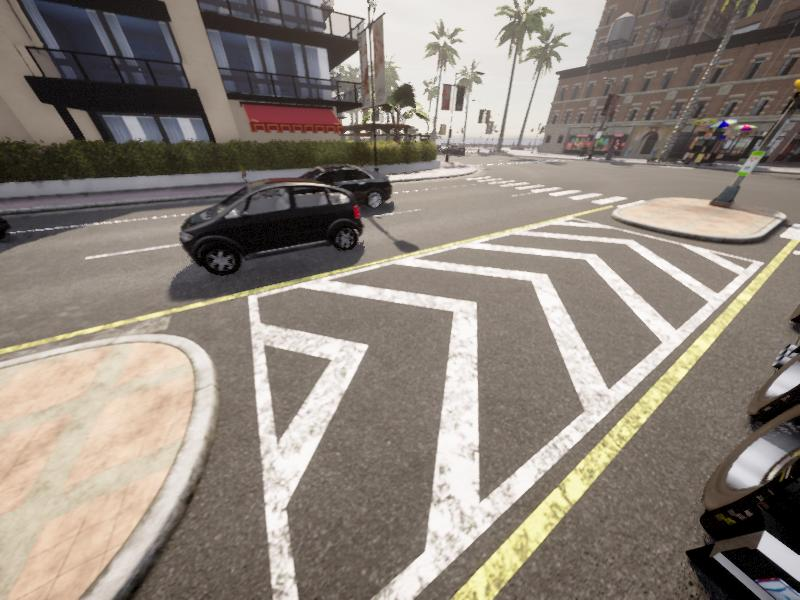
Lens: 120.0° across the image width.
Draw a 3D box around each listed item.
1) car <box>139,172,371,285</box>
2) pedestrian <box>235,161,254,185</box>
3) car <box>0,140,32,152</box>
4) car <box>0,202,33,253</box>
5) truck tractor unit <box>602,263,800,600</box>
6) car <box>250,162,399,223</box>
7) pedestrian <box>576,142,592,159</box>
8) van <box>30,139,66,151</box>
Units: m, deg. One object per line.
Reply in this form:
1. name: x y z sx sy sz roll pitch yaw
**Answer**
1. car: -2.798 -1.893 5.337 3.705 1.549 1.789 -18 39 -24
2. pedestrian: -8.549 -7.004 12.720 0.500 1.100 0.500 -13 37 -18
3. car: -74.277 -29.602 44.295 1.932 1.855 4.605 -18 39 -25
4. car: -11.502 -1.386 4.495 3.988 1.617 1.851 -18 39 -24
5. truck tractor unit: 5.105 -0.308 0.779 6.516 4.208 3.053 -19 39 -24
6. car: -2.611 -4.238 8.760 4.892 1.490 1.837 -18 39 -25
7. pedestrian: 24.795 -20.131 31.162 0.751 1.860 0.751 -16 38 -22
8. van: -72.889 -32.269 47.997 2.069 2.038 4.480 -18 39 -25
